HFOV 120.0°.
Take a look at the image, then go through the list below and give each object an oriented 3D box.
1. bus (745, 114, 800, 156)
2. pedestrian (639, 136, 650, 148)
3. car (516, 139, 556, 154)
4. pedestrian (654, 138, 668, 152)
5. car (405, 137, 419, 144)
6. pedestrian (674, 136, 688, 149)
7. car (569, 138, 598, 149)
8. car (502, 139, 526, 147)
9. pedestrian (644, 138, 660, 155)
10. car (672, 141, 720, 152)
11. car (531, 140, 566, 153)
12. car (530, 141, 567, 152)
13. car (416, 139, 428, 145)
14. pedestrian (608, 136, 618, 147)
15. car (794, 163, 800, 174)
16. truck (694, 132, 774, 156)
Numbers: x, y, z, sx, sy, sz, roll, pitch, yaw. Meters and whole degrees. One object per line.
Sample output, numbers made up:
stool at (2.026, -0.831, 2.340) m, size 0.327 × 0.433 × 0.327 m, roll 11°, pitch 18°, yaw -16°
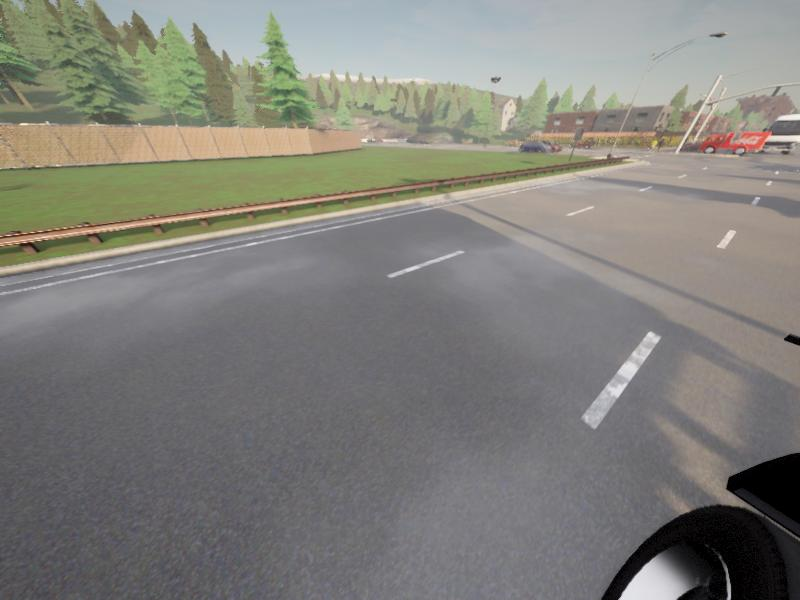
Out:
bus at (52.808, -22.559, 31.593) m, size 10.273 × 4.253 × 3.944 m, roll -22°, pitch 41°, yaw -28°
pedestrian at (49.049, -31.703, 46.338) m, size 0.751 × 1.860 × 0.751 m, roll -22°, pitch 41°, yaw -28°
car at (20.880, -23.663, 35.615) m, size 2.097 × 1.767 × 4.553 m, roll -22°, pitch 41°, yaw -27°
pedestrian at (42.451, -25.290, 37.595) m, size 0.751 × 1.860 × 0.751 m, roll -29°, pitch 44°, yaw -34°
car at (4.460, -60.007, 87.006) m, size 2.150 × 2.045 × 5.566 m, roll -21°, pitch 40°, yaw -27°
pedestrian at (49.160, -27.550, 40.406) m, size 0.751 × 1.860 × 0.751 m, roll -26°, pitch 43°, yaw -31°
car at (36.712, -31.378, 46.285) m, size 3.866 × 1.878 × 1.905 m, roll 29°, pitch 45°, yaw 35°
car at (28.307, -39.004, 57.433) m, size 1.801 × 1.575 × 5.366 m, roll -15°, pitch 38°, yaw -19°
pedestrian at (34.620, -21.064, 31.696) m, size 0.751 × 1.860 × 0.751 m, roll 28°, pitch 44°, yaw 34°
car at (47.634, -24.770, 37.273) m, size 4.181 × 1.385 × 1.994 m, roll 10°, pitch 37°, yaw 15°
car at (23.833, -24.684, 37.193) m, size 1.851 × 1.617 × 3.988 m, roll -22°, pitch 40°, yaw -27°
car at (25.634, -26.701, 40.139) m, size 2.163 × 1.488 × 4.792 m, roll -22°, pitch 40°, yaw -27°
car at (7.512, -53.637, 78.448) m, size 1.970 × 1.475 × 3.806 m, roll -22°, pitch 40°, yaw -27°
pedestrian at (46.153, -34.361, 50.130) m, size 0.751 × 1.860 × 0.751 m, roll -22°, pitch 41°, yaw -27°
car at (30.090, -9.770, 16.103) m, size 4.902 × 1.511 × 2.128 m, roll -22°, pitch 41°, yaw -28°
truck at (43.345, -20.427, 30.218) m, size 2.627 × 2.467 × 5.204 m, roll -22°, pitch 40°, yaw -27°
